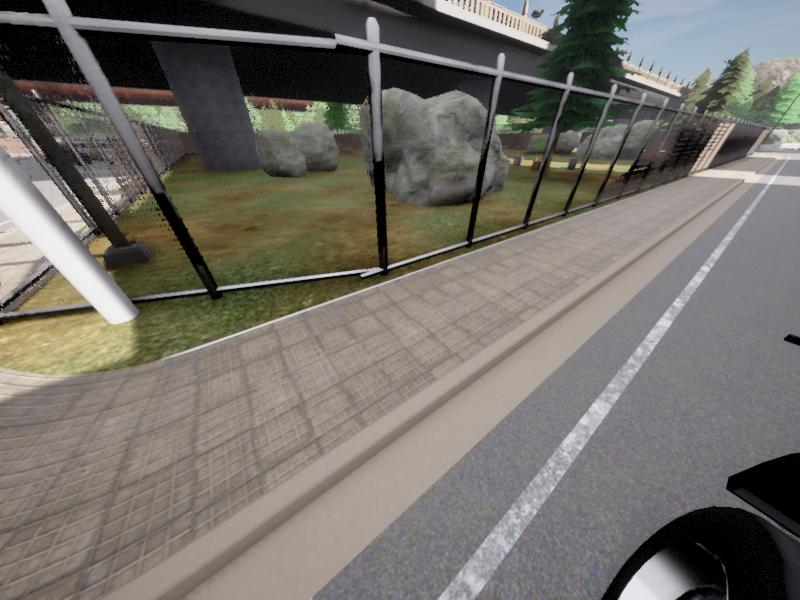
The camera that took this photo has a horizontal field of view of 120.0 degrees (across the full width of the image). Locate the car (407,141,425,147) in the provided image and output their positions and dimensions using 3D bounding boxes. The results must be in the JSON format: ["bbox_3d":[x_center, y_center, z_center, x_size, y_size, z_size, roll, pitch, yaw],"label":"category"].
[{"bbox_3d":[4.812,-47.418,70.201,5.238,1.638,1.930,-9,36,-12],"label":"car"}]
